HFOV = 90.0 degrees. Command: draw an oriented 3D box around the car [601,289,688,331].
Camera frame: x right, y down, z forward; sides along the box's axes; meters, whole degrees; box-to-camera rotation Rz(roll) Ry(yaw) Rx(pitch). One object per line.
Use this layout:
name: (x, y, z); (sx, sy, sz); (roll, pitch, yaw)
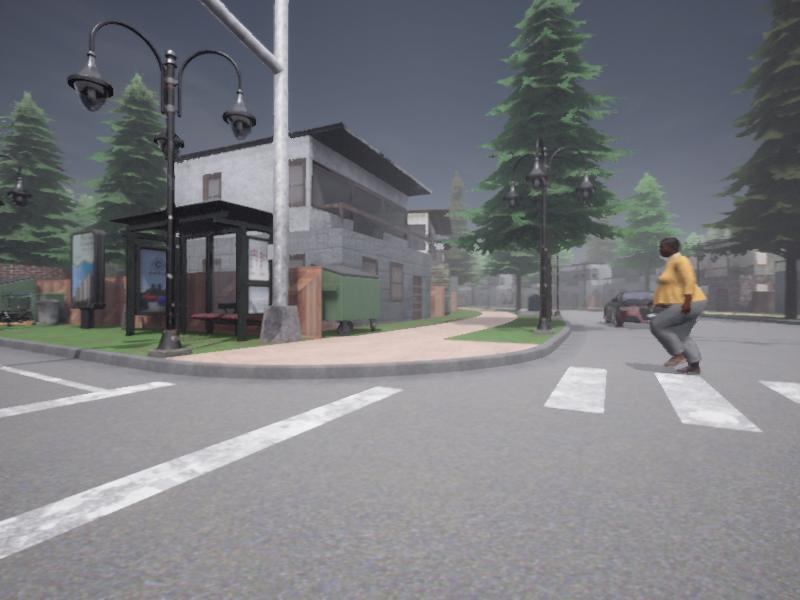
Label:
car: (9.215, 0.337, 15.478); (1.994, 1.385, 4.181); (0, 0, 19)

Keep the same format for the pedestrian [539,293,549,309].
pedestrian: (17.033, 0.136, 47.290); (0.751, 1.860, 0.751); (0, 0, -10)

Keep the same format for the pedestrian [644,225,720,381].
pedestrian: (3.679, 0.038, 5.291); (0.751, 1.860, 0.751); (0, 0, 29)
